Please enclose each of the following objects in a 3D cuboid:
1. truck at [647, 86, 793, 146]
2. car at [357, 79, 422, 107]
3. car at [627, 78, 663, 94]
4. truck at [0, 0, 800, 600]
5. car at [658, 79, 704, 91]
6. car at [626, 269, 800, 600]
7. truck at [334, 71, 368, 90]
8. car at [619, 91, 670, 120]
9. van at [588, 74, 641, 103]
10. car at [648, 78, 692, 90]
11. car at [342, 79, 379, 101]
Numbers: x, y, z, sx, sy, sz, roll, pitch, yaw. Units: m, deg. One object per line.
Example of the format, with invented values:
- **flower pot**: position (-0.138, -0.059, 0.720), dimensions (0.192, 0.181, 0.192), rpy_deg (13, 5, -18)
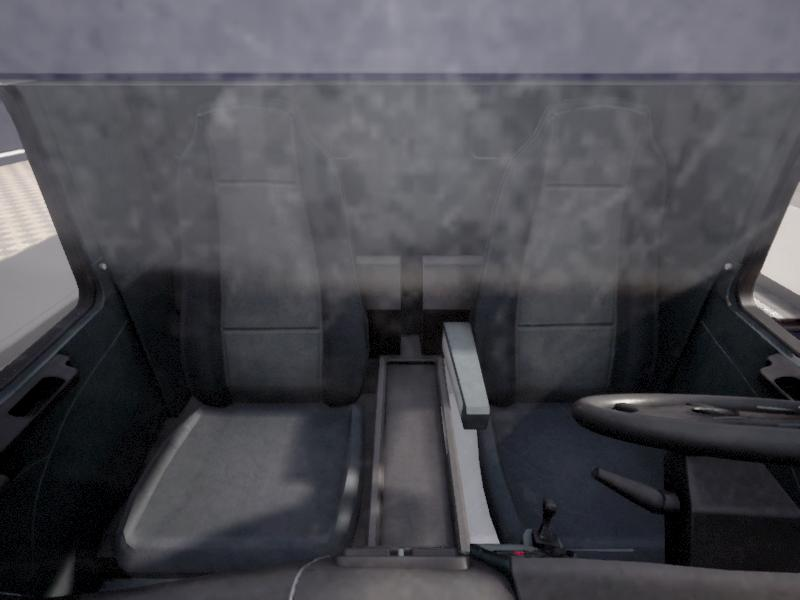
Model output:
- **truck**: position (15.346, -9.317, 19.938), dimensions (2.390, 2.098, 6.274), rpy_deg (2, 30, 3)
- **car**: position (-0.999, -18.985, 36.526), dimensions (5.566, 2.045, 2.150), rpy_deg (17, 34, 26)
- **car**: position (32.946, -28.901, 53.988), dimensions (1.930, 1.638, 5.238), rpy_deg (2, 31, 3)
- **truck**: position (0.056, -1.120, 4.159), dimensions (2.891, 3.827, 8.468), rpy_deg (0, 30, 0)
- **car**: position (41.107, -31.533, 58.622), dimensions (4.974, 1.542, 2.038), rpy_deg (1, 30, 2)
- **car**: position (3.551, 1.356, 2.349), dimensions (1.994, 1.385, 4.181), rpy_deg (0, 30, 0)
- **truck**: position (-7.567, -34.257, 62.262), dimensions (2.627, 2.467, 5.204), rpy_deg (14, 33, 23)
- **car**: position (17.004, -13.677, 28.033), dimensions (1.816, 1.474, 4.193), rpy_deg (7, 31, 12)
- **van**: position (21.731, -21.422, 40.370), dimensions (2.351, 2.431, 6.366), rpy_deg (25, 39, 36)
- **car**: position (41.468, -33.265, 61.594), dimensions (4.974, 1.542, 2.038), rpy_deg (1, 30, 2)
- **car**: position (-4.190, -22.421, 42.563), dimensions (1.905, 1.878, 3.866), rpy_deg (-24, 38, -35)
